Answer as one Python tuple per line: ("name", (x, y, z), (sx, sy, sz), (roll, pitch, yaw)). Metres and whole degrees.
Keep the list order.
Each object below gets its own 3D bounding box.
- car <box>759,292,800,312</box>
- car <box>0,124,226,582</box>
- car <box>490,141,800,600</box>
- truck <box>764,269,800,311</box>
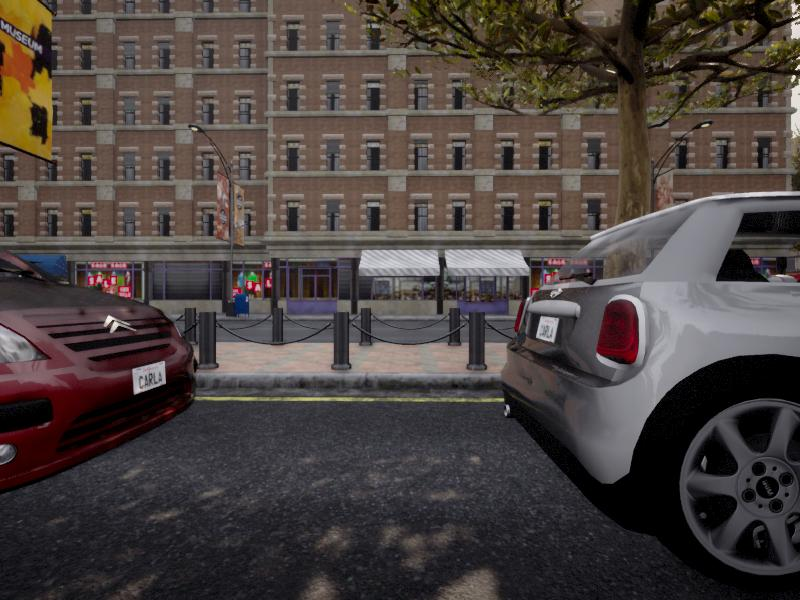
("car", (34.548, 0.171, 34.748), (1.930, 1.638, 5.238), (0, 0, 0))
("car", (-3.390, 0.188, 2.287), (3.988, 1.617, 1.851), (0, 0, 1))
("car", (2.600, 0.253, 2.173), (3.806, 1.475, 1.970), (0, 0, 1))
("truck", (38.063, -0.920, 36.045), (2.891, 3.827, 8.468), (0, 0, 1))
